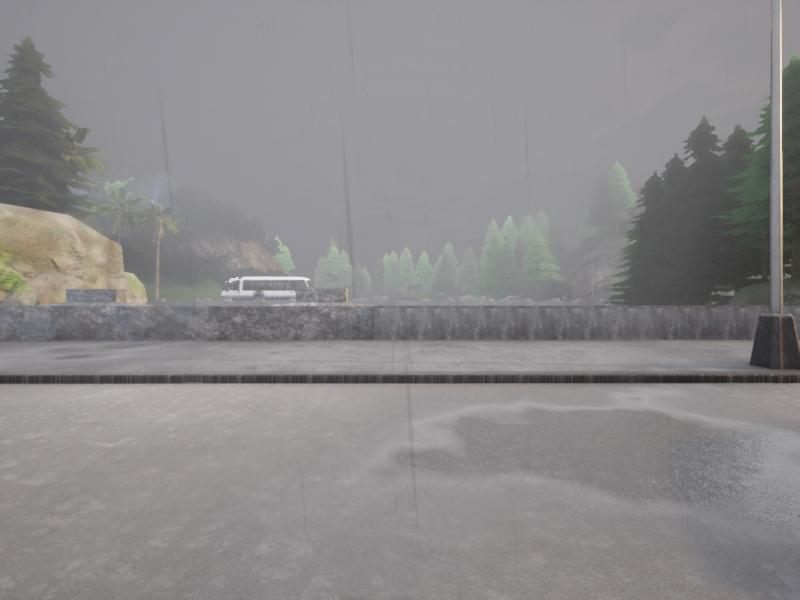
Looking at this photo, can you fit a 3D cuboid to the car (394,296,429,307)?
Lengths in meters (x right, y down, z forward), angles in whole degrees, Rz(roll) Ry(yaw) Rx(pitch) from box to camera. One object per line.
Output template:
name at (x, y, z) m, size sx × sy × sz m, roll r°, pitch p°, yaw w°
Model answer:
car at (1.596, 0.243, 56.227) m, size 4.892 × 1.490 × 1.837 m, roll 0°, pitch 0°, yaw 0°

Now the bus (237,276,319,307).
bus at (-16.946, -1.134, 56.259) m, size 10.273 × 4.253 × 3.944 m, roll 0°, pitch 0°, yaw 0°

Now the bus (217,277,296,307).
bus at (-21.324, -1.139, 59.995) m, size 10.273 × 4.253 × 3.944 m, roll -1°, pitch 0°, yaw 0°
